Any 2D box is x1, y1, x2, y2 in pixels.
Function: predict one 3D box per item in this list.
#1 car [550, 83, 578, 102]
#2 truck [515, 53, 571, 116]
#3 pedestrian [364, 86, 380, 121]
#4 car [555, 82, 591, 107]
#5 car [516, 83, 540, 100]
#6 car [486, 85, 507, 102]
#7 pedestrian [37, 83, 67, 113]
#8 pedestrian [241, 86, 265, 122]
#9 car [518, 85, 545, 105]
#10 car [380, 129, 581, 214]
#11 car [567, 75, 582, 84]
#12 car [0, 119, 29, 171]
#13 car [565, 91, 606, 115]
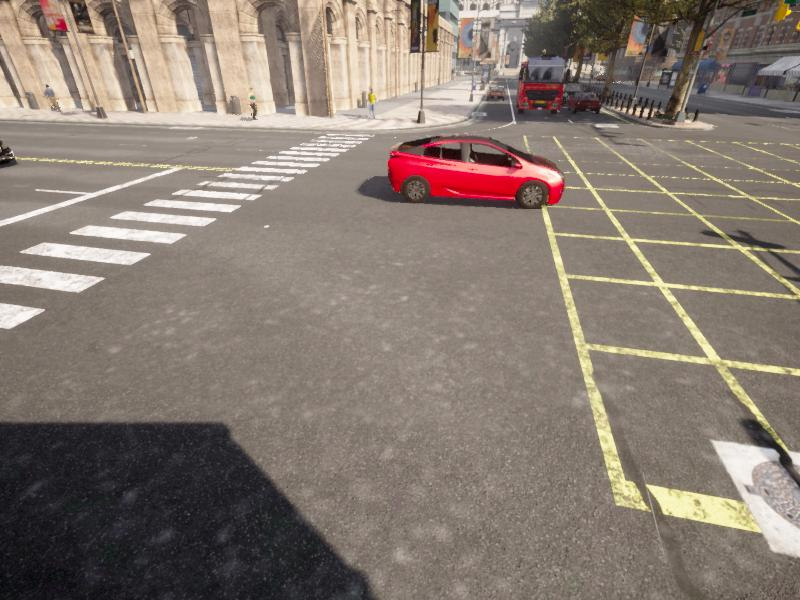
[{"bbox_3d":[16.913,-21.521,41.425,1.970,1.475,3.806,7,31,11],"label":"car"},{"bbox_3d":[10.813,-16.895,31.170,2.891,3.827,8.468,6,31,11],"label":"truck"},{"bbox_3d":[-1.705,-11.958,24.305,0.751,1.860,0.751,4,31,7],"label":"pedestrian"},{"bbox_3d":[15.615,-18.742,36.350,2.097,1.767,4.553,6,31,11],"label":"car"},{"bbox_3d":[13.929,-22.862,43.827,1.994,1.385,4.181,6,31,10],"label":"car"},{"bbox_3d":[9.978,-21.411,41.401,1.895,1.301,4.718,6,31,11],"label":"car"},{"bbox_3d":[-24.691,-14.366,28.415,0.751,1.860,0.751,14,33,22],"label":"pedestrian"},{"bbox_3d":[-8.684,-11.583,23.658,0.751,1.860,0.751,12,32,20],"label":"pedestrian"},{"bbox_3d":[12.493,-19.655,38.226,1.970,1.475,3.806,6,31,11],"label":"car"},{"bbox_3d":[1.915,-3.420,10.359,4.514,1.525,2.007,5,31,8],"label":"car"},{"bbox_3d":[35.449,-44.783,81.278,1.970,1.475,3.806,6,31,11],"label":"car"},{"bbox_3d":[-15.829,-5.279,13.570,4.892,1.490,1.837,6,31,11],"label":"car"},{"bbox_3d":[14.102,-15.122,30.644,1.895,1.301,4.718,6,31,11],"label":"car"}]
